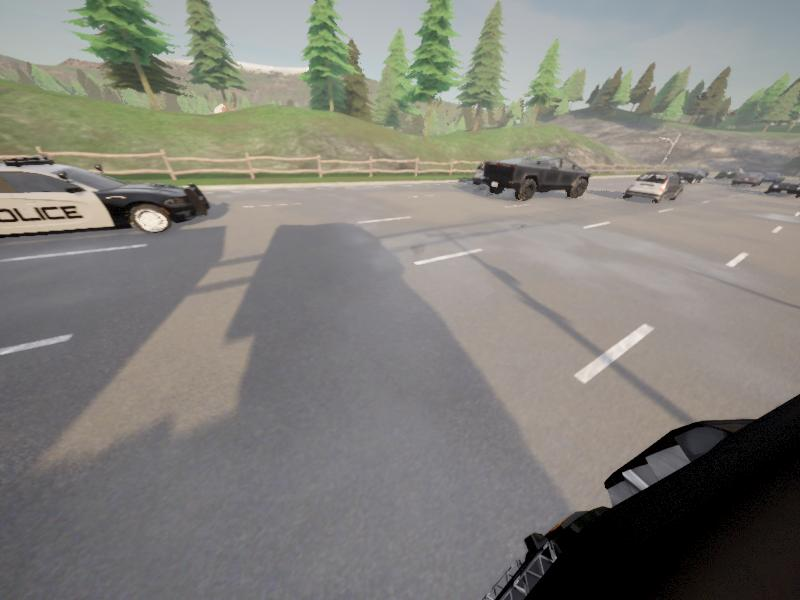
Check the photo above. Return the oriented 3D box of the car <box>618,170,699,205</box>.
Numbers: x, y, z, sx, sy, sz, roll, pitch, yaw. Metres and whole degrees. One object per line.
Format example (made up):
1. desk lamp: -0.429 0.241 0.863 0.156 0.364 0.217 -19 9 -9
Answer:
1. car: 15.968 -7.044 14.300 3.988 1.617 1.851 -16 38 -26

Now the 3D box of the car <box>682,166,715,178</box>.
1. car: 48.593 -20.809 37.568 4.514 1.525 2.007 -16 38 -26

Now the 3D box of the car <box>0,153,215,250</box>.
1. car: -7.997 -2.473 5.532 5.238 1.638 1.930 -16 38 -26

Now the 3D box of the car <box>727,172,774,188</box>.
1. car: 41.186 -14.152 27.129 5.357 1.411 2.033 -16 38 -26

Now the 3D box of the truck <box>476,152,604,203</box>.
1. truck: 7.820 -6.923 13.030 6.274 2.098 2.390 -11 36 -21

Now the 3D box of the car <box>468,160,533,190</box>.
1. car: 7.203 -9.036 16.595 3.988 1.617 1.851 -16 38 -26

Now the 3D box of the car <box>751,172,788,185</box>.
1. car: 53.001 -17.512 33.118 4.181 1.385 1.994 -16 38 -26

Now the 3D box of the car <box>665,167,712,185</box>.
1. car: 32.654 -14.022 26.133 5.008 1.535 1.882 -16 38 -26

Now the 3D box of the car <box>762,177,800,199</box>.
1. car: 34.690 -10.015 20.508 4.718 1.301 1.895 -16 38 -26

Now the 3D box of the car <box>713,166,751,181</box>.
1. car: 50.359 -19.178 35.022 4.553 1.767 2.097 -16 38 -26
